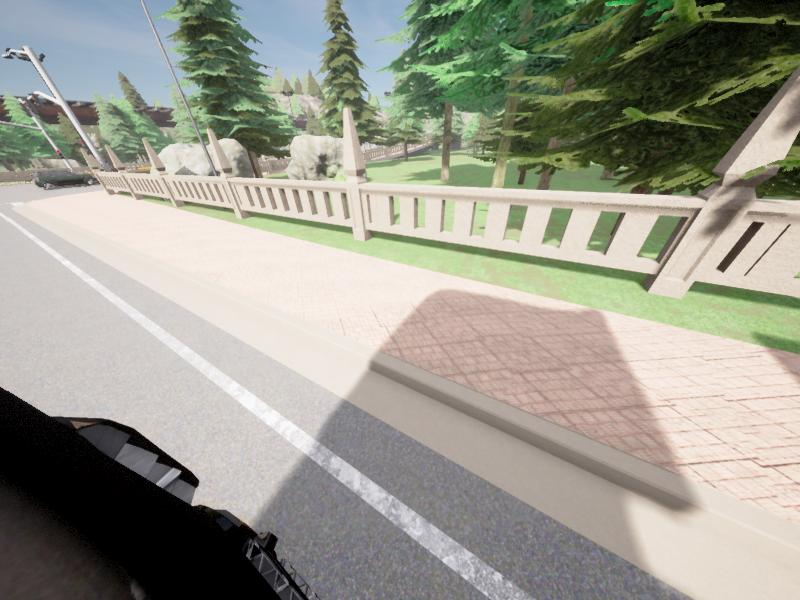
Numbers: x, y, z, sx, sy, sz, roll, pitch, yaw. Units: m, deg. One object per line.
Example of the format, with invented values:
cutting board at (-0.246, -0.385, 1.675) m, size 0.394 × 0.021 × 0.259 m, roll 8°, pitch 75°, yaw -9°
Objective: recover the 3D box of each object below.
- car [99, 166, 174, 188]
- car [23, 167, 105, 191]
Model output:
car at (-28.000, -13.304, 24.814) m, size 2.163 × 1.488 × 4.792 m, roll 16°, pitch 38°, yaw 26°
car at (-36.057, -13.197, 24.990) m, size 2.097 × 1.767 × 4.553 m, roll 16°, pitch 38°, yaw 26°
